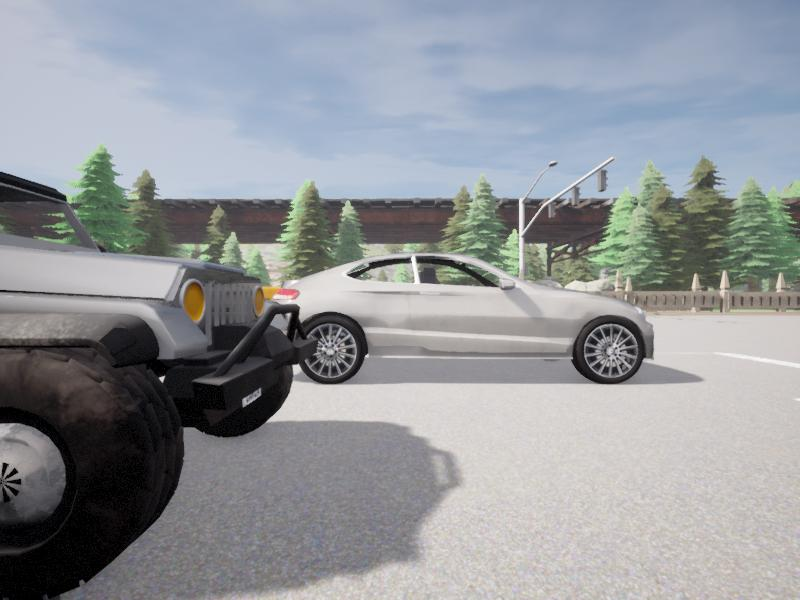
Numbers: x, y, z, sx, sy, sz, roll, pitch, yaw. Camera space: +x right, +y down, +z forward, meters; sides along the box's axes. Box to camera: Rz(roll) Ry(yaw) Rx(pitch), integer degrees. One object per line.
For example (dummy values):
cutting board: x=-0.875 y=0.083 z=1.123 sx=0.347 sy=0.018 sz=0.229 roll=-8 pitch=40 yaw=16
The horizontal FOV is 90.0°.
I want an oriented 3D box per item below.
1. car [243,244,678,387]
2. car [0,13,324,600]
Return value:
car: x=0.699 y=0.181 z=5.701 sx=5.027 sy=1.651 sz=2.152 roll=0 pitch=0 yaw=0
car: x=-2.535 y=0.046 z=2.201 sx=3.866 sy=1.878 sz=1.905 roll=0 pitch=0 yaw=0
